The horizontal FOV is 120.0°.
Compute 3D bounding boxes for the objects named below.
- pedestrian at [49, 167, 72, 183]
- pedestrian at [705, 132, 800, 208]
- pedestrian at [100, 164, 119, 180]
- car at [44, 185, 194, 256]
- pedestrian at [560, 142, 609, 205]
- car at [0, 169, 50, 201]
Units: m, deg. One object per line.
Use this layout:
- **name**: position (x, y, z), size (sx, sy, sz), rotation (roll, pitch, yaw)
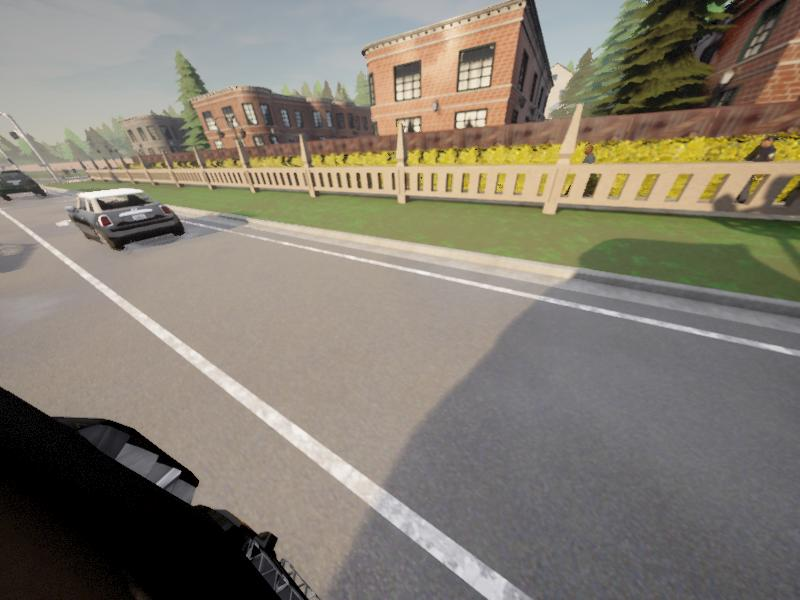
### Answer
- **pedestrian**: position (-46.549, -17.145, 31.699), size (0.751, 1.860, 0.751), rotation (9, 35, 17)
- **pedestrian**: position (10.434, -3.822, 6.890), size (0.751, 1.860, 0.751), rotation (17, 38, 28)
- **pedestrian**: position (-40.175, -17.680, 31.981), size (0.751, 1.860, 0.751), rotation (15, 37, 25)
- **car**: position (-9.252, -2.825, 7.672), size (3.806, 1.475, 1.970), rotation (16, 38, 26)
- **pedestrian**: position (6.363, -4.401, 8.099), size (0.751, 1.860, 0.751), rotation (15, 38, 25)
- **car**: position (-32.858, -9.806, 19.631), size (5.566, 2.045, 2.150), rotation (15, 38, 27)
